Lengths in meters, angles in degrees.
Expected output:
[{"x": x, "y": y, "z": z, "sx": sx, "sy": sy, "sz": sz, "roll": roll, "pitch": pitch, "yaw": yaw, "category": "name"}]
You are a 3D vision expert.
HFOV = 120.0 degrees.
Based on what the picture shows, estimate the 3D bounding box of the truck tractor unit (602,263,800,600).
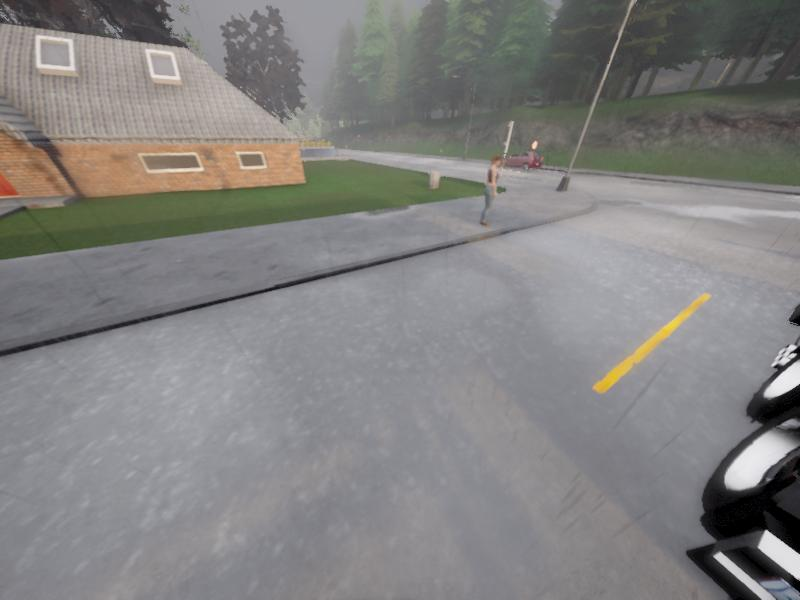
[{"x": 5.111, "y": -0.301, "z": 0.785, "sx": 6.516, "sy": 4.208, "sz": 3.053, "roll": -18, "pitch": 39, "yaw": -24, "category": "truck tractor unit"}]

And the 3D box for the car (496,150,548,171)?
[{"x": 11.258, "y": -13.077, "z": 21.560, "sx": 1.845, "sy": 1.501, "sz": 3.633, "roll": -17, "pitch": 38, "yaw": -24, "category": "car"}]

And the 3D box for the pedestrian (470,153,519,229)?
[{"x": 2.616, "y": -3.103, "z": 6.636, "sx": 0.751, "sy": 1.860, "sz": 0.751, "roll": 3, "pitch": 35, "yaw": 3, "category": "pedestrian"}]
